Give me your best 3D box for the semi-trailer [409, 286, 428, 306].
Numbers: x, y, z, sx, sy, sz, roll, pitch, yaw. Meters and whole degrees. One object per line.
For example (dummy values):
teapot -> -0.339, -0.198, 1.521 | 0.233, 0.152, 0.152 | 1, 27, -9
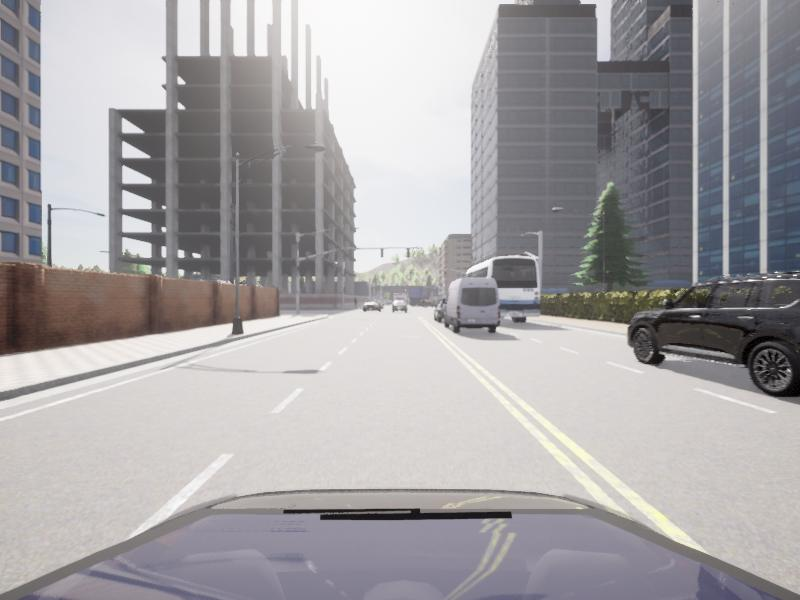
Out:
semi-trailer -> 4.503, -0.774, 94.830 | 2.717, 4.402, 14.254 | 0, 0, 10

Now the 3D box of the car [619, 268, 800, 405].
car -> 7.023, 0.552, 8.018 | 2.150, 2.045, 5.566 | 0, 0, -1

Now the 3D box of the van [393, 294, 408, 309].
van -> 0.007, 0.267, 67.043 | 2.351, 2.431, 6.366 | 0, 0, -1

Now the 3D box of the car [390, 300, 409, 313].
car -> -0.043, 0.757, 47.485 | 2.128, 1.511, 4.902 | 0, 0, 0

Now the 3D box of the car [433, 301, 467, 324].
car -> 3.470, 0.822, 28.289 | 1.812, 1.442, 4.674 | 0, 0, 0

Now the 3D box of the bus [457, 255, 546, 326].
bus -> 6.853, -0.583, 29.307 | 3.944, 4.253, 10.273 | 0, 0, 0

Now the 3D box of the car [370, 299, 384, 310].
car -> -3.733, 0.693, 65.055 | 1.801, 1.575, 5.366 | 0, 0, 2

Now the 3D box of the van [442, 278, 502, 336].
van -> 3.489, 0.288, 20.532 | 1.988, 2.561, 5.915 | 0, 0, 0

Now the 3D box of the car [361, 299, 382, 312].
car -> -3.545, 0.672, 50.697 | 2.242, 1.667, 4.611 | 0, 0, 0
